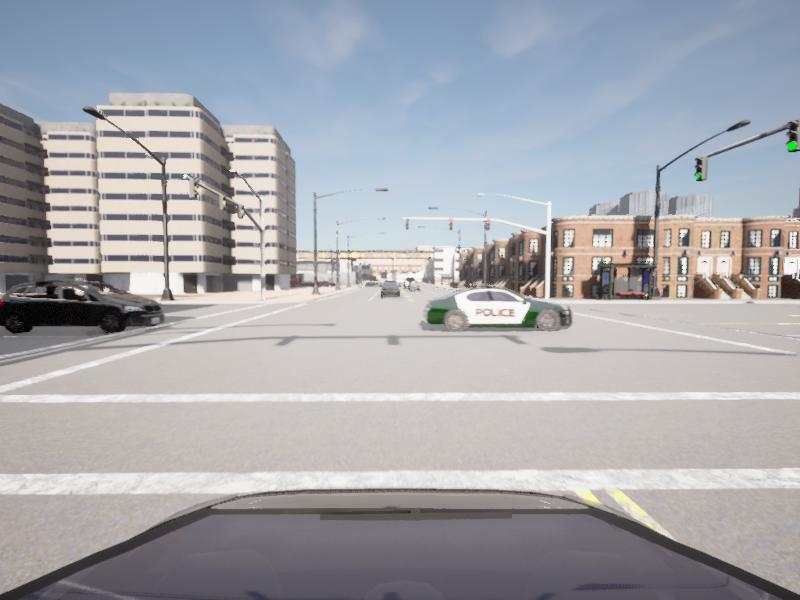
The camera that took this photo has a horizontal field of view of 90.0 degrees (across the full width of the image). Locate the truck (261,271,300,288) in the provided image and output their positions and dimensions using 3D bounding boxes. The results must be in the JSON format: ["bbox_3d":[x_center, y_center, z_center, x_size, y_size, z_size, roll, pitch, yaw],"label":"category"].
[{"bbox_3d":[-28.978,-4.888,97.030,8.468,3.827,2.891,-1,3,-3],"label":"truck"}]

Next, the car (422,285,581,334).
[{"bbox_3d":[3.328,0.269,13.905,4.974,1.542,2.038,0,3,-1],"label":"car"}]

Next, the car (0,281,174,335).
[{"bbox_3d":[-10.664,0.194,13.643,4.611,1.667,2.242,0,3,-1],"label":"car"}]

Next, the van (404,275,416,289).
[{"bbox_3d":[1.794,-3.354,74.351,1.988,2.561,5.915,0,3,-1],"label":"van"}]

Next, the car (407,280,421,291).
[{"bbox_3d":[2.089,-2.169,60.700,1.851,1.617,3.988,0,3,-1],"label":"car"}]

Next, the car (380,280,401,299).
[{"bbox_3d":[-0.948,-1.087,39.150,1.930,1.638,5.238,0,3,-1],"label":"car"}]
